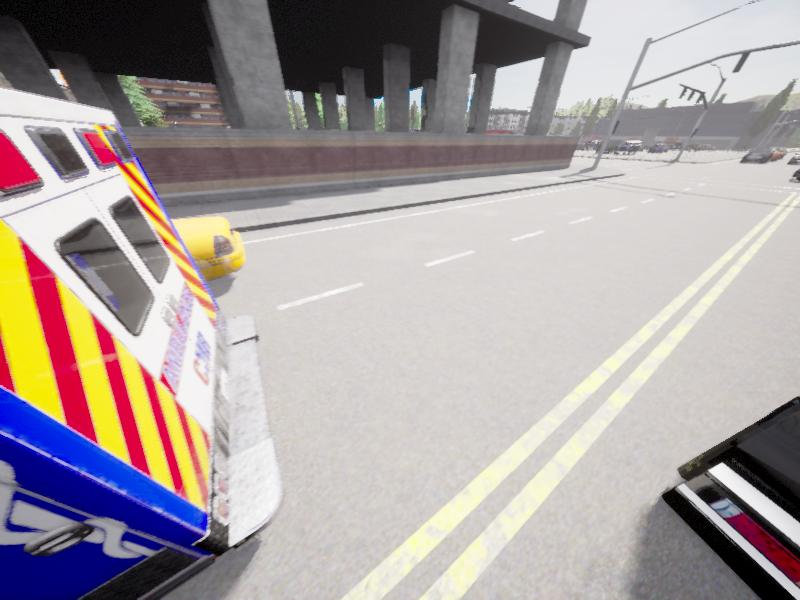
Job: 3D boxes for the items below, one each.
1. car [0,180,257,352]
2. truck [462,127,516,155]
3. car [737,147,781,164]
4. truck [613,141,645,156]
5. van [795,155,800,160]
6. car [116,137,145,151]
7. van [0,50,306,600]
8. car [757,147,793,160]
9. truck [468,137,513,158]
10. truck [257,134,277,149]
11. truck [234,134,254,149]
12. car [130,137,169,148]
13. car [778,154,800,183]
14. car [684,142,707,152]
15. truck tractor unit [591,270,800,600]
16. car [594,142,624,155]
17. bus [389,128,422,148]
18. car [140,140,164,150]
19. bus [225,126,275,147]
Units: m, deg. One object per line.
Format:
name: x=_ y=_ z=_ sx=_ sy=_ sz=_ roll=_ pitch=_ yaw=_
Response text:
car: x=-5.366 y=-0.503 z=3.242 sx=5.366 sy=1.575 sz=1.801 roll=-19 pitch=40 yaw=-26
truck: x=15.455 y=-28.230 z=40.982 sx=2.891 sy=3.827 sz=8.468 roll=-20 pitch=40 yaw=-26
car: x=46.085 y=-18.567 z=29.655 sx=4.856 sy=1.649 sz=2.033 roll=-19 pitch=40 yaw=-26
truck: x=39.198 y=-26.028 z=39.531 sx=4.478 sy=2.038 sz=2.069 roll=-19 pitch=40 yaw=-26
van: x=62.808 y=-22.397 z=34.637 sx=6.366 sy=2.431 sz=2.351 roll=-19 pitch=40 yaw=-26
car: x=-46.585 y=-27.106 z=40.027 sx=1.905 sy=1.878 sz=3.866 roll=-19 pitch=40 yaw=-26
van: x=-3.971 y=1.029 z=0.342 sx=6.366 sy=2.431 sz=2.351 roll=-19 pitch=40 yaw=-26
car: x=59.224 y=-23.116 z=36.445 sx=4.792 sy=1.488 sz=2.163 roll=-19 pitch=40 yaw=-26
truck: x=13.012 y=-22.340 z=33.736 sx=2.627 sy=2.467 sz=5.204 roll=-19 pitch=40 yaw=-26
truck: x=-28.872 y=-34.337 z=50.061 sx=2.615 sy=2.467 sz=5.204 roll=-19 pitch=40 yaw=-26
truck: x=-32.538 y=-33.058 z=48.188 sx=2.615 sy=2.467 sz=5.204 roll=-19 pitch=40 yaw=-26
car: x=-57.901 y=-36.623 z=53.565 sx=5.566 sy=2.045 sz=2.150 roll=-19 pitch=40 yaw=-26
car: x=29.449 y=-8.425 z=14.909 sx=5.238 sy=1.638 sz=1.930 roll=6 pitch=35 yaw=7
car: x=72.274 y=-37.488 z=56.483 sx=4.605 sy=1.855 sz=1.932 roll=-19 pitch=40 yaw=-26
truck tractor unit: x=5.271 y=-0.097 z=0.512 sx=6.516 sy=4.208 sz=3.053 roll=-11 pitch=36 yaw=-15
car: x=37.617 y=-27.355 z=41.564 sx=4.605 sy=1.855 sz=1.932 roll=-19 pitch=40 yaw=-26
bus: x=1.271 y=-45.151 z=64.510 sx=3.944 sy=4.253 sz=10.273 roll=-19 pitch=40 yaw=-26
car: x=-43.995 y=-27.584 z=41.073 sx=1.816 sy=1.474 sz=4.193 roll=-19 pitch=40 yaw=-26
bus: x=-40.063 y=-43.811 z=62.121 sx=10.273 sy=4.253 sz=3.944 roll=-19 pitch=40 yaw=-26
